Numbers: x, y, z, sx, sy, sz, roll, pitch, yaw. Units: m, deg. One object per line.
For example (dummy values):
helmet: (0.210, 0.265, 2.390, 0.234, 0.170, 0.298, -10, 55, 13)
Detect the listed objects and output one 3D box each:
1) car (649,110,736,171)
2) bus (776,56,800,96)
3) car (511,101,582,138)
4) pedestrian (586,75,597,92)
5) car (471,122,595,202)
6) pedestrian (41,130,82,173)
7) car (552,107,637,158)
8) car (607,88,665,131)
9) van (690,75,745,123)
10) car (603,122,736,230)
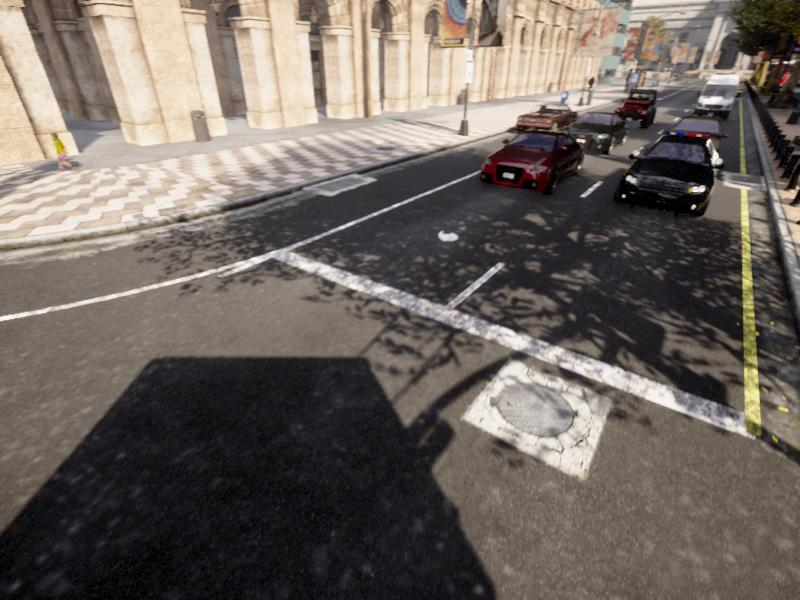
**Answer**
car: (11.435, -6.340, 15.507, 2.033, 1.411, 5.357, 21, 36, 30)
bus: (52.752, -29.134, 51.968, 3.944, 4.253, 10.273, 21, 36, 30)
car: (7.788, -9.588, 21.065, 1.895, 1.301, 4.718, 21, 36, 30)
pedestrian: (24.562, -27.770, 51.286, 0.751, 1.860, 0.751, 21, 36, 30)
car: (4.066, -4.277, 11.930, 1.994, 1.385, 4.181, 21, 36, 30)
pedestrian: (-9.999, -4.393, 11.860, 0.500, 1.100, 0.500, -11, 32, -18)
car: (8.260, -7.146, 16.861, 1.994, 1.385, 4.181, 22, 36, 31)
car: (13.709, -11.114, 23.158, 1.905, 1.878, 3.866, 21, 36, 30)
van: (21.654, -13.837, 27.253, 1.988, 2.561, 5.915, 21, 36, 30)
car: (7.210, -3.509, 10.508, 2.038, 1.542, 4.974, 21, 36, 30)
